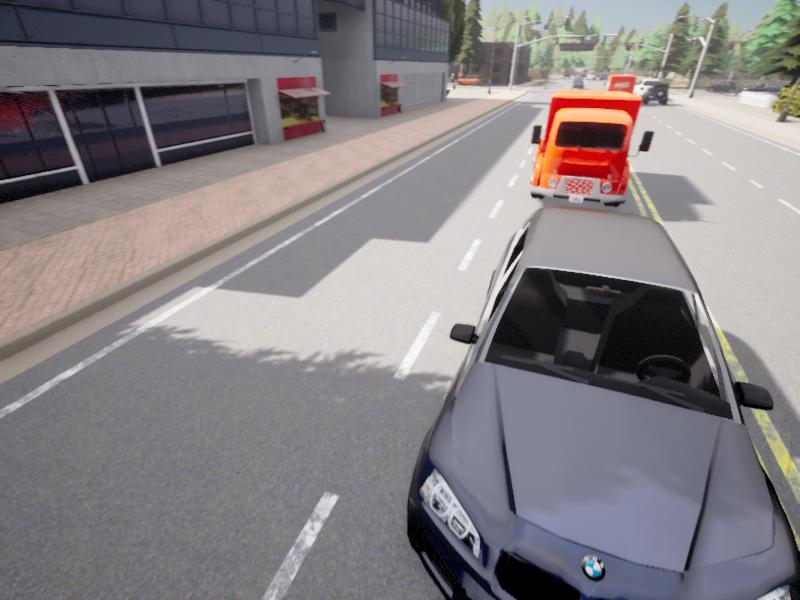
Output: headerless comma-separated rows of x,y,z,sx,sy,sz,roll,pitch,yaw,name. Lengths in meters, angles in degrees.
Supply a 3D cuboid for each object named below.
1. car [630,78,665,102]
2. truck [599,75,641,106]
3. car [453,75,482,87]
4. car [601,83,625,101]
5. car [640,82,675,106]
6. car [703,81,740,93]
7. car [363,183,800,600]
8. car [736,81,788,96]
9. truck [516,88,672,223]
27.377,-23.375,44.429,2.150,2.045,5.566,11,32,18,car
21.240,-20.470,38.933,2.627,2.467,5.204,11,32,18,truck
12.089,-39.191,71.441,4.553,1.767,2.097,11,32,17,car
23.575,-23.114,44.425,1.845,1.501,3.633,11,32,18,car
24.833,-19.992,38.755,1.905,1.878,3.866,12,32,18,car
47.672,-31.673,59.449,3.633,1.501,1.845,11,32,18,car
1.701,0.402,3.703,2.242,1.667,4.611,11,32,18,car
50.021,-29.287,55.445,4.611,1.667,2.242,11,32,18,car
5.033,-4.281,10.976,2.627,2.467,5.204,11,32,18,truck
